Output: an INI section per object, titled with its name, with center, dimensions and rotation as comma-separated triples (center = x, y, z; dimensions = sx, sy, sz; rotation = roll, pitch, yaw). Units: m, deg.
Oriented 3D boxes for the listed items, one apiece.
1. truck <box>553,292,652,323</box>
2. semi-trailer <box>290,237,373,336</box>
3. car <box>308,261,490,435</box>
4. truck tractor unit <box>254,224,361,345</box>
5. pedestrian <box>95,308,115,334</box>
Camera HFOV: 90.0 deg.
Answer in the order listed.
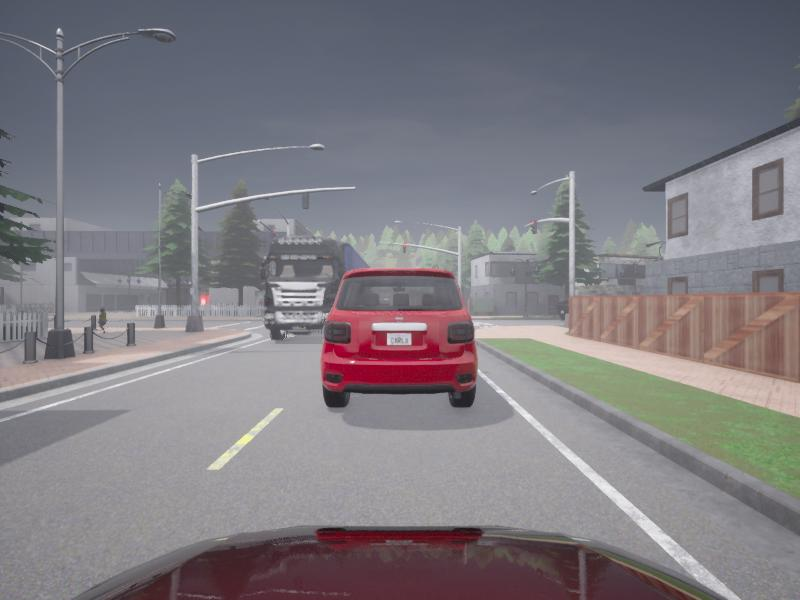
[truck]
center = 14.789, 0.523, 29.358
dimensions = 6.274, 2.098, 2.390
rotation = 0, 0, -9
[semi-trailer]
center = -3.546, -0.618, 25.022
dimensions = 2.717, 4.402, 14.254
rotation = 0, 0, 0
[car]
center = -0.013, 0.568, 7.496
dimensions = 2.150, 2.045, 5.566
rotation = 0, 0, 0
[truck tractor unit]
center = -3.534, -0.524, 17.107
dimensions = 3.053, 4.208, 6.516
rotation = 0, 0, 0
[pedestrian]
center = -12.408, 0.875, 16.825
dimensions = 0.500, 1.100, 0.500
rotation = 0, 0, -8
